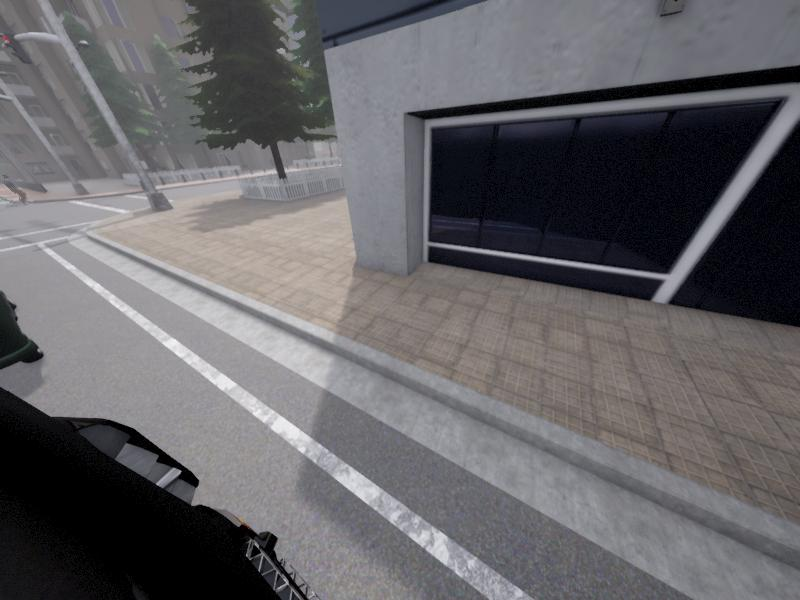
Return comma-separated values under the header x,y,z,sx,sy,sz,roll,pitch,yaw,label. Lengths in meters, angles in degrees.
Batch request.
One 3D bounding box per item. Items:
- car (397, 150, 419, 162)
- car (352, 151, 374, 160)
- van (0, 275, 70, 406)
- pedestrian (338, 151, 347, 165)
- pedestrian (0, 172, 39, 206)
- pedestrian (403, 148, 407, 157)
x,y,z,sx,sy,sz,roll,pitch,yaw,label
1.503,-25.244,40.507,1.837,1.490,4.892,15,38,24,car
-8.389,-32.905,52.743,4.514,1.525,2.007,15,38,25,car
-6.548,-0.022,2.683,4.442,1.987,1.775,16,38,26,van
-9.147,-22.678,36.812,0.751,1.860,0.751,18,39,29,pedestrian
-24.967,-7.214,14.997,0.751,1.860,0.751,25,42,35,pedestrian
1.120,-34.520,54.121,0.751,1.860,0.751,8,35,16,pedestrian
